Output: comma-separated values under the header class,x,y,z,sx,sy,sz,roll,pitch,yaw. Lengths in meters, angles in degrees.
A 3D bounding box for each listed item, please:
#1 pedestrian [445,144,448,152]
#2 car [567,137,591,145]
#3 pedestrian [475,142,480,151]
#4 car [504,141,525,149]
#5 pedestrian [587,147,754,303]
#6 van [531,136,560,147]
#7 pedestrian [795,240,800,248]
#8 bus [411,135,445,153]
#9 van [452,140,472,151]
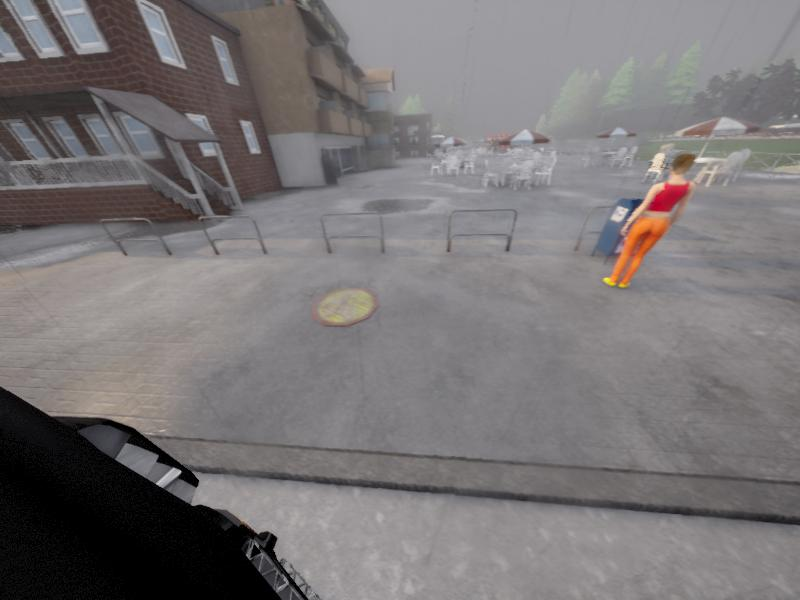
class,x,y,z,sx,sy,sz,roll,pitch,yaw
pedestrian,13.515,-44.391,67.312,0.751,1.860,0.751,-2,34,1
car,51.643,-45.842,66.788,4.856,1.649,2.033,0,34,5
pedestrian,19.994,-39.489,59.496,0.751,1.860,0.751,20,40,31
car,33.848,-45.970,68.484,4.974,1.542,2.038,0,34,5
pedestrian,3.490,-1.020,3.273,0.751,1.860,0.751,18,39,28
van,42.331,-46.248,67.445,6.366,2.431,2.351,0,34,5
pedestrian,8.164,-1.623,3.800,0.751,1.860,0.751,22,41,32
bus,8.713,-49.455,73.348,10.273,4.253,3.944,0,34,5
van,19.500,-48.737,72.903,5.915,2.561,1.988,0,34,5
